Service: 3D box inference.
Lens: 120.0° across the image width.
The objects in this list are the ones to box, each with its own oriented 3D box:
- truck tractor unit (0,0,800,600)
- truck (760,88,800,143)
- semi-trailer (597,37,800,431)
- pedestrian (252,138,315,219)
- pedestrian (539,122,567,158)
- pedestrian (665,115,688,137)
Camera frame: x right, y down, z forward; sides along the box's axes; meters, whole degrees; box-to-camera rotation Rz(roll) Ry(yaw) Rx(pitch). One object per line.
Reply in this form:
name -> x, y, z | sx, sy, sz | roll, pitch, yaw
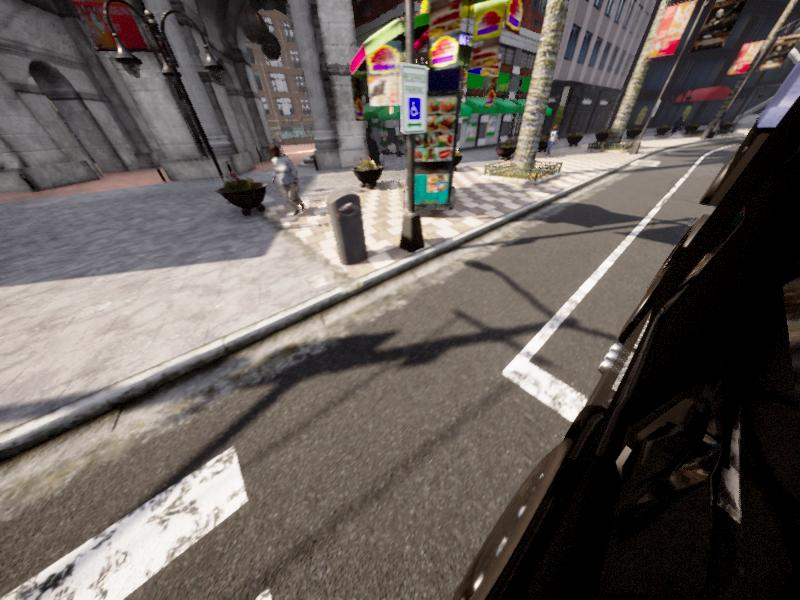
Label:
truck tractor unit -> 2.645, -0.295, 0.351 | 6.516, 4.208, 3.053 | -28, 44, -30
truck -> 35.157, -15.109, 18.396 | 8.468, 3.827, 2.891 | -12, 38, -13
semi-trailer -> 8.728, -3.586, 4.197 | 14.254, 4.402, 2.717 | -28, 44, -29
pedestrian -> -3.143, -3.338, 6.436 | 0.751, 1.860, 0.751 | 4, 37, 9
pedestrian -> 9.916, -10.390, 15.015 | 0.751, 1.860, 0.751 | -28, 44, -30
pedestrian -> 29.308, -18.393, 24.472 | 0.751, 1.860, 0.751 | -28, 44, -30
